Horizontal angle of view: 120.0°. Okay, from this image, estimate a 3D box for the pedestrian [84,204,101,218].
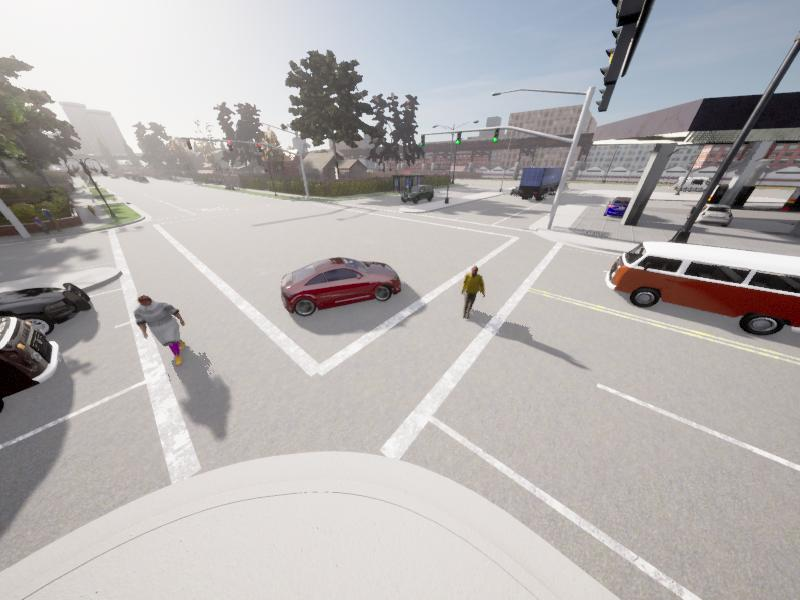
[{"bbox_3d":[-27.816,-8.035,20.884,0.500,1.100,0.500,23,37,34],"label":"pedestrian"}]

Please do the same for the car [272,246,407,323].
[{"bbox_3d":[-2.067,-0.758,8.350,4.181,1.385,1.994,-12,32,-20],"label":"car"}]

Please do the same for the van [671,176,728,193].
[{"bbox_3d":[56.640,-21.990,43.955,5.915,2.561,1.988,23,37,34],"label":"van"}]

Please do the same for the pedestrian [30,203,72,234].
[{"bbox_3d":[-24.024,-5.619,15.938,0.751,1.860,0.751,-23,37,-34],"label":"pedestrian"}]

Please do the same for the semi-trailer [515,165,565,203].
[{"bbox_3d":[21.510,-17.876,34.949,2.717,4.402,14.254,22,37,34],"label":"semi-trailer"}]

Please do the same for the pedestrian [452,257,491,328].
[{"bbox_3d":[2.106,-0.223,6.884,0.751,1.860,0.751,11,32,19],"label":"pedestrian"}]

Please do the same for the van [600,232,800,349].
[{"bbox_3d":[9.670,-0.596,7.398,4.480,2.038,2.069,21,36,32],"label":"van"}]

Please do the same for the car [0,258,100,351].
[{"bbox_3d":[-11.816,0.672,5.600,1.930,1.638,5.238,22,37,33],"label":"car"}]

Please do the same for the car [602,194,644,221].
[{"bbox_3d":[21.088,-8.924,21.955,2.242,1.667,4.611,23,37,34],"label":"car"}]

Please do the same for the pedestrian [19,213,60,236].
[{"bbox_3d":[-24.325,-5.118,15.631,0.751,1.300,0.751,-13,32,-21],"label":"pedestrian"}]

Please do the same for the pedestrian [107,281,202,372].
[{"bbox_3d":[-5.565,0.626,5.413,0.751,1.860,0.751,-15,33,-24],"label":"pedestrian"}]

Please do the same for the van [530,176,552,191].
[{"bbox_3d":[30.004,-24.882,49.076,2.351,2.431,6.366,22,37,34],"label":"van"}]

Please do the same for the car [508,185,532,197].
[{"bbox_3d":[20.481,-18.688,39.380,2.033,1.411,5.357,23,37,34],"label":"car"}]

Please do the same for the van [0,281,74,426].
[{"bbox_3d":[-9.164,1.668,3.476,2.069,2.038,4.480,22,37,34],"label":"van"}]

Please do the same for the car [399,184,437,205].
[{"bbox_3d":[2.479,-14.378,31.262,2.150,2.045,5.566,23,37,34],"label":"car"}]

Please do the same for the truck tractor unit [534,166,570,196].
[{"bbox_3d":[26.553,-20.836,40.278,3.053,4.208,6.516,23,37,34],"label":"truck tractor unit"}]

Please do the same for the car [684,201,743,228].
[{"bbox_3d":[25.999,-7.245,19.370,1.970,1.475,3.806,23,37,34],"label":"car"}]
